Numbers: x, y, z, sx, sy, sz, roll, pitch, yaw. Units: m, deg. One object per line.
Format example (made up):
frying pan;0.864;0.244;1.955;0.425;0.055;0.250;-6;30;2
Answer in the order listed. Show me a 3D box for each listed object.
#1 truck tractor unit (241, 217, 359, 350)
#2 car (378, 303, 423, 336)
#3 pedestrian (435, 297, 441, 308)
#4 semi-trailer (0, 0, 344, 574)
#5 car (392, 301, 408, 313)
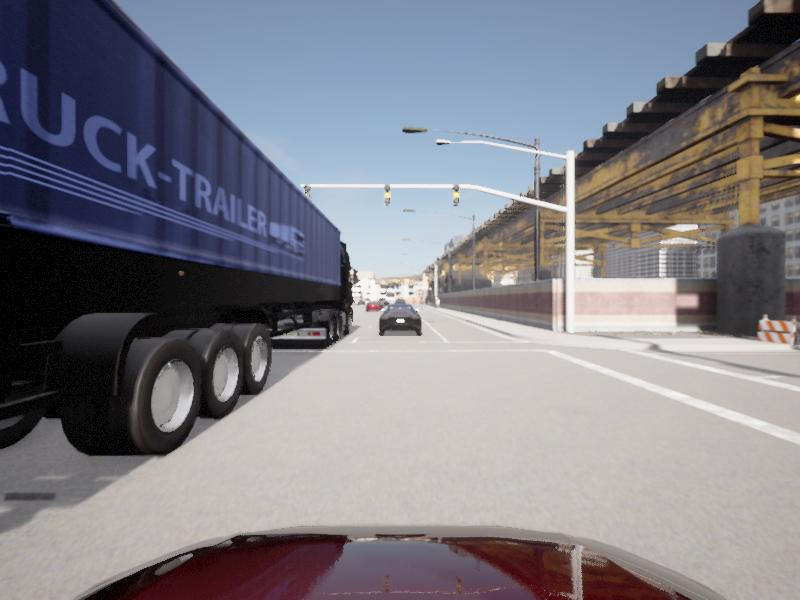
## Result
truck tractor unit;-3.498;-0.540;15.954;3.053;4.208;6.516;0;0;0
car;0.015;0.882;19.601;1.994;1.385;4.181;0;0;0
pedestrian;6.145;0.403;64.707;0.751;1.860;0.751;0;0;-3
semi-trailer;-3.582;-0.629;8.039;2.717;4.402;14.254;0;0;1
car;0.033;0.808;48.361;1.812;1.442;4.674;0;0;0
